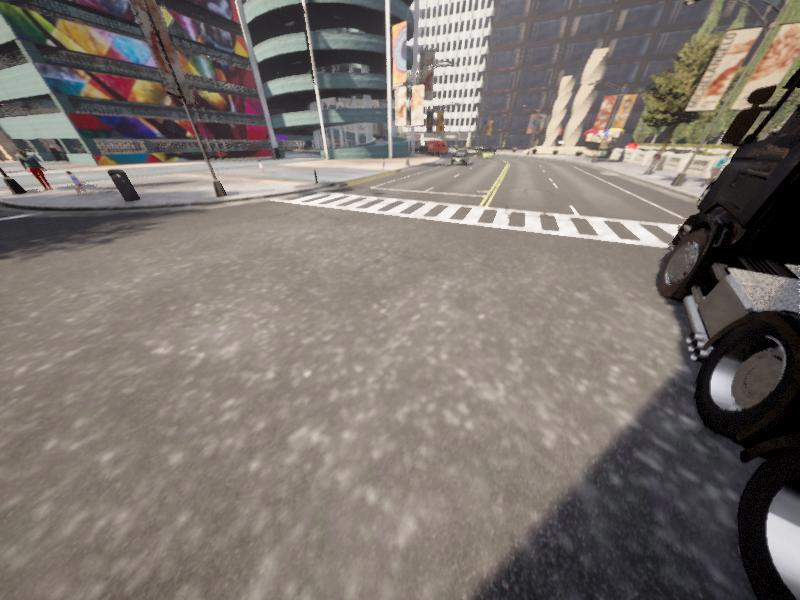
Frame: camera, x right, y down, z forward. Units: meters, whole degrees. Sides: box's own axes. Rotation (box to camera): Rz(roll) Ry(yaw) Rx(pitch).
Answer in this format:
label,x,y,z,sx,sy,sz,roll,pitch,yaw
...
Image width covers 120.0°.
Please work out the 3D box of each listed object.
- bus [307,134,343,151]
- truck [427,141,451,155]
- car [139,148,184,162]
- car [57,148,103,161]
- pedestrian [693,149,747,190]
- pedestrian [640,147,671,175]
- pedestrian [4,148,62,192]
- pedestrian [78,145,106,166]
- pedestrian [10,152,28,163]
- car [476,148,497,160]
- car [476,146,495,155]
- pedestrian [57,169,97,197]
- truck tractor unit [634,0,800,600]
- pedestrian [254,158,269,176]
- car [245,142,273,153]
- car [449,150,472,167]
label,x,y,z,sx,sy,sz,roll,pitch,yaw
bus,-23.923,-50.380,73.993,10.273,4.253,3.944,14,37,19
truck,8.449,-33.450,50.884,2.627,2.467,5.204,-13,36,-18
car,-33.303,-20.341,32.242,4.902,1.511,2.128,14,37,19
car,-45.576,-20.784,32.932,4.786,1.482,2.161,14,37,19
pedestrian,17.370,-7.127,12.616,0.751,1.860,0.751,17,38,23
pedestrian,20.086,-10.943,18.207,0.751,1.860,0.751,13,36,18
pedestrian,-18.589,-6.589,11.744,0.751,1.860,0.751,21,40,28
pedestrian,-33.371,-15.697,25.062,0.751,1.860,0.751,4,35,6
pedestrian,-46.456,-17.385,28.148,0.500,1.100,0.500,-1,34,-1
car,14.279,-24.313,38.363,2.007,1.525,4.514,1,34,2
car,19.051,-33.584,51.869,1.851,1.617,3.988,-9,35,-14
pedestrian,-14.961,-5.421,10.718,0.500,1.100,0.500,10,35,14
truck tractor unit,4.621,-0.613,1.263,3.053,4.208,6.516,23,41,31
pedestrian,-10.541,-10.132,17.621,0.500,1.100,0.500,20,39,26
car,-34.016,-36.771,55.670,5.566,2.045,2.435,14,37,19
car,7.182,-16.828,27.374,1.789,1.549,3.705,13,36,18
